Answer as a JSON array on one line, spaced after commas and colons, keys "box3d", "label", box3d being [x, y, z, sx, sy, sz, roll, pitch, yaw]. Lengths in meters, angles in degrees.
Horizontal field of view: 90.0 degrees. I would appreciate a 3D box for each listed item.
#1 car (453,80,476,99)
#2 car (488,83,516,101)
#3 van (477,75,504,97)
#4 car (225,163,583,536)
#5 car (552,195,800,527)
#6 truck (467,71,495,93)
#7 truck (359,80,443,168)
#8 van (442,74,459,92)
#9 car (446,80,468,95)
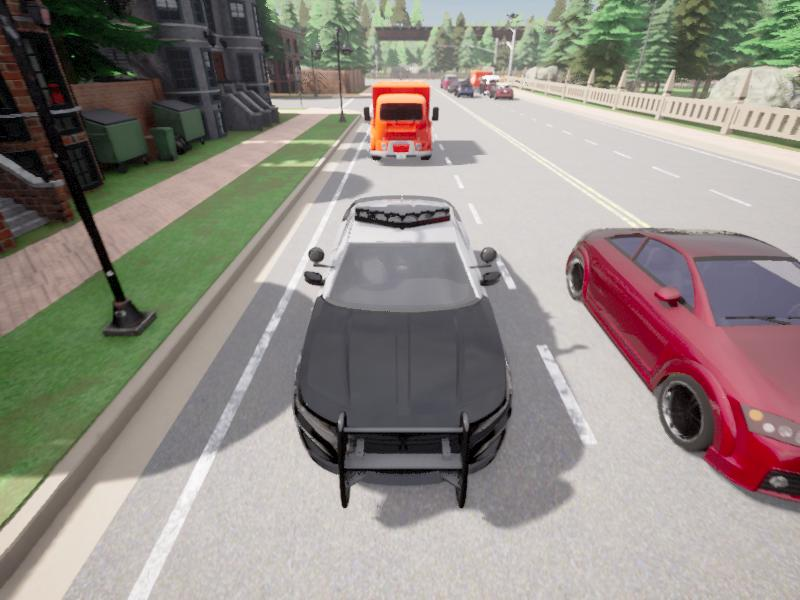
[{"box3d": [7.096, -23.375, 44.369, 1.851, 1.617, 3.988, 0, 30, 0], "label": "car"}, {"box3d": [10.590, -21.796, 41.799, 1.970, 1.475, 3.806, 0, 30, 0], "label": "car"}, {"box3d": [10.599, -25.195, 47.050, 2.069, 2.038, 4.480, 0, 30, 0], "label": "van"}, {"box3d": [0.026, -0.268, 4.832, 1.930, 1.638, 5.238, 0, 30, 0], "label": "car"}, {"box3d": [3.529, 0.081, 4.507, 1.994, 1.385, 4.181, 0, 30, 0], "label": "car"}, {"box3d": [10.612, -28.884, 52.932, 2.627, 2.467, 5.204, 0, 30, 0], "label": "truck"}, {"box3d": [0.045, -6.951, 15.411, 2.627, 2.467, 5.204, 0, 31, 0], "label": "truck"}, {"box3d": [7.114, -30.538, 56.238, 1.775, 1.987, 4.442, 0, 30, 0], "label": "van"}, {"box3d": [7.106, -26.696, 50.257, 2.033, 1.411, 5.357, 0, 30, 0], "label": "car"}]
